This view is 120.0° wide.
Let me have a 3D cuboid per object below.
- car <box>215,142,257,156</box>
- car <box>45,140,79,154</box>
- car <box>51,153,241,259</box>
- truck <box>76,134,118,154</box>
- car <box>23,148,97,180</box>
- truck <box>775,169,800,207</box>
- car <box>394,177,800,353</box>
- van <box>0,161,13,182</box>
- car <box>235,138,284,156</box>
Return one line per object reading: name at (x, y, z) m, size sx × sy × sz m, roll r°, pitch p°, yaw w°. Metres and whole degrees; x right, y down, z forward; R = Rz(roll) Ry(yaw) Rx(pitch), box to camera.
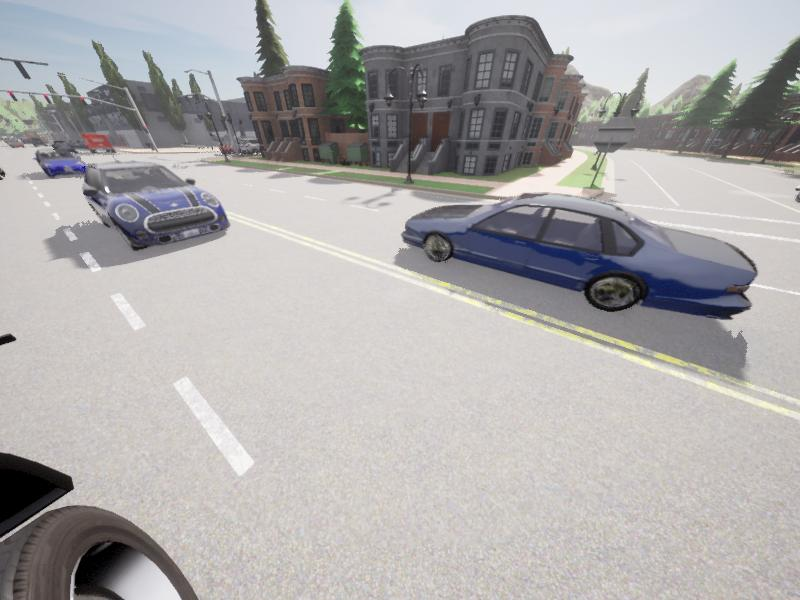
car at (-24.620, -22.909, 34.941) m, size 2.007 × 1.525 × 4.514 m, roll 22°, pitch 41°, yaw 28°
car at (-52.701, -23.894, 36.026) m, size 4.856 × 1.649 × 2.033 m, roll 22°, pitch 41°, yaw 28°
car at (-6.962, -2.876, 6.389) m, size 4.553 × 1.767 × 2.097 m, roll 22°, pitch 41°, yaw 28°
truck at (-48.027, -24.790, 36.618) m, size 5.204 × 2.467 × 2.627 m, roll 22°, pitch 41°, yaw 28°
car at (-23.034, -9.309, 15.641) m, size 4.514 × 1.525 × 2.007 m, roll 22°, pitch 41°, yaw 28°
truck at (16.896, -4.115, 7.691) m, size 2.627 × 2.467 × 5.204 m, roll 24°, pitch 42°, yaw 30°
car at (2.658, -1.263, 4.518) m, size 5.357 × 1.411 × 2.033 m, roll 22°, pitch 41°, yaw 28°
van at (-26.593, -8.665, 13.917) m, size 6.366 × 2.431 × 2.351 m, roll 22°, pitch 41°, yaw 28°
car at (-20.693, -22.833, 34.413) m, size 2.150 × 2.045 × 5.566 m, roll 22°, pitch 41°, yaw 28°
